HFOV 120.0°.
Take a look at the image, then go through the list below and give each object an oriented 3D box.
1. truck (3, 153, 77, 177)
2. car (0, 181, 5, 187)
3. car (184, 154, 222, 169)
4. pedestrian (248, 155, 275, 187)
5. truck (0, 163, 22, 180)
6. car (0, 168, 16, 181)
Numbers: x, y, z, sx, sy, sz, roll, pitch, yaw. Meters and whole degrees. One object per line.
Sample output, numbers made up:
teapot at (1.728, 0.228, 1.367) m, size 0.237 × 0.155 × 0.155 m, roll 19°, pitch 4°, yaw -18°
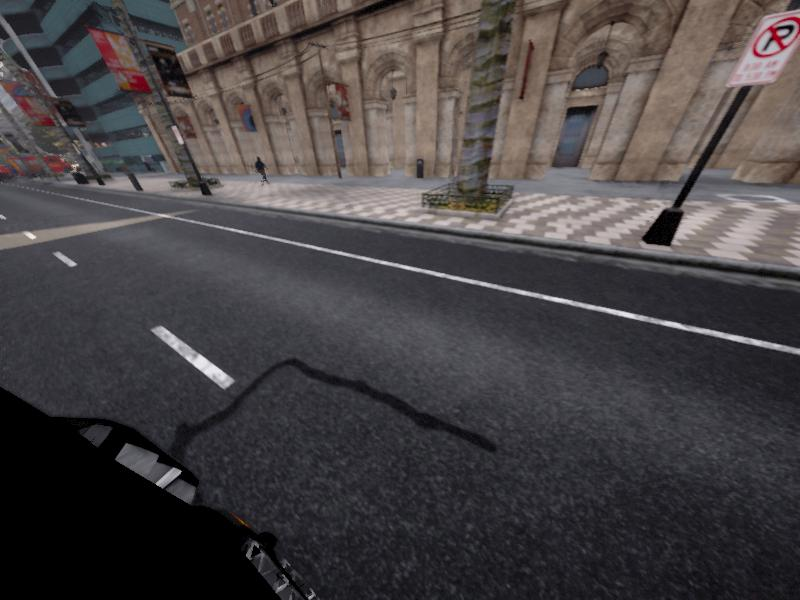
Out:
truck at (-75.587, -28.677, 48.971) m, size 2.891 × 3.827 × 8.468 m, roll -9°, pitch 34°, yaw -10°
car at (-51.895, -14.850, 28.639) m, size 4.902 × 1.511 × 2.128 m, roll 16°, pitch 38°, yaw 25°
car at (-33.899, -23.826, 39.826) m, size 5.566 × 2.045 × 2.435 m, roll 16°, pitch 38°, yaw 25°
pedestrian at (-9.476, -8.852, 15.843) m, size 0.751 × 1.860 × 0.751 m, roll 15°, pitch 38°, yaw 25°
truck at (-76.563, -24.147, 43.510) m, size 2.627 × 2.467 × 5.204 m, roll -16°, pitch 36°, yaw -19°
car at (-69.406, -21.443, 39.550) m, size 2.097 × 1.767 × 4.553 m, roll -26°, pitch 40°, yaw -30°
